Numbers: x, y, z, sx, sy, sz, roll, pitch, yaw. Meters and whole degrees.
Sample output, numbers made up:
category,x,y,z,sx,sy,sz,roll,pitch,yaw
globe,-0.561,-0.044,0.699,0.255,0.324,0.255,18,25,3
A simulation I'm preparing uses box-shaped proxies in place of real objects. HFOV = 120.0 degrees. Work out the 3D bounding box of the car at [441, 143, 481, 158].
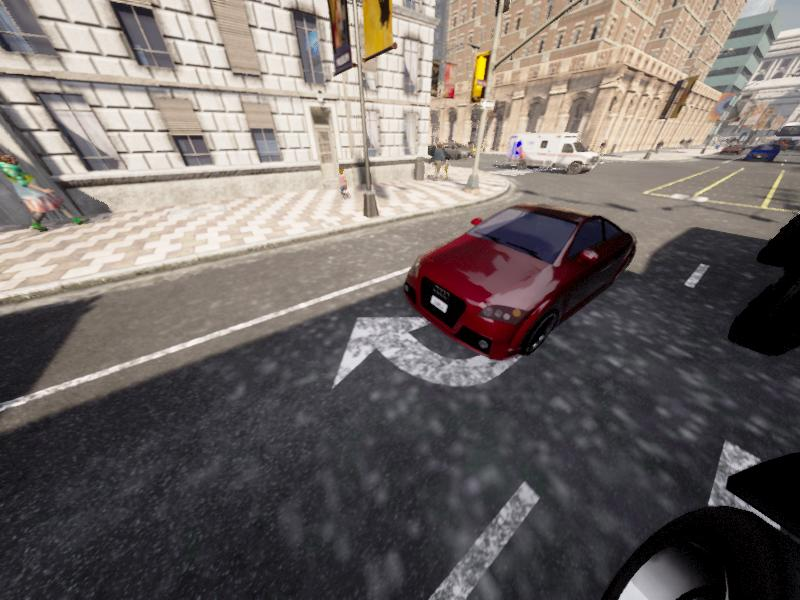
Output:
category,x,y,z,sx,sy,sz,roll,pitch,yaw
car,8.180,-20.454,31.513,1.801,1.575,5.366,-22,41,-28

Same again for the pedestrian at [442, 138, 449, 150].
category,x,y,z,sx,sy,sz,roll,pitch,yaw
pedestrian,9.097,-31.160,46.152,0.751,1.860,0.751,-21,40,-27

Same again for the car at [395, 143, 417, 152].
category,x,y,z,sx,sy,sz,roll,pitch,yaw
car,1.082,-29.705,44.944,1.895,1.301,4.718,-22,41,-28

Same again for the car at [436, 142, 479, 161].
category,x,y,z,sx,sy,sz,roll,pitch,yaw
car,6.840,-18.091,28.087,2.242,1.667,4.611,-22,41,-28

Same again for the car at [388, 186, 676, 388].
category,x,y,z,sx,sy,sz,roll,pitch,yaw
car,2.131,-0.758,3.787,4.181,1.385,1.994,-22,41,-28

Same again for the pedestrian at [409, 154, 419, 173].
category,x,y,z,sx,sy,sz,roll,pitch,yaw
pedestrian,0.998,-9.665,16.365,0.500,1.100,0.500,-16,38,-21

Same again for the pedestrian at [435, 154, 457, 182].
category,x,y,z,sx,sy,sz,roll,pitch,yaw
pedestrian,2.606,-7.568,13.202,0.751,1.300,0.751,-22,41,-28

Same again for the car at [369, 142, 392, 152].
category,x,y,z,sx,sy,sz,roll,pitch,yaw
car,-3.822,-30.241,45.657,2.033,1.411,5.357,-22,40,-27

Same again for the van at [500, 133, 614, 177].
category,x,y,z,sx,sy,sz,roll,pitch,yaw
van,11.430,-11.190,17.605,2.351,2.431,6.366,-22,41,-28

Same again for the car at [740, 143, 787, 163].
category,x,y,z,sx,sy,sz,roll,pitch,yaw
car,38.330,-15.526,24.326,5.008,1.535,1.882,-22,41,-28

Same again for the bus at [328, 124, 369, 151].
category,x,y,z,sx,sy,sz,roll,pitch,yaw
bus,-10.884,-33.852,48.362,3.944,4.253,10.273,-22,40,-28

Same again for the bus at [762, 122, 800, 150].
category,x,y,z,sx,sy,sz,roll,pitch,yaw
bus,76.334,-32.039,45.111,10.273,4.253,3.944,-22,41,-28

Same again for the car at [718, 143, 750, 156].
category,x,y,z,sx,sy,sz,roll,pitch,yaw
car,47.794,-21.590,33.061,4.718,1.301,1.895,-22,41,-28

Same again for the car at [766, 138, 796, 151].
category,x,y,z,sx,sy,sz,roll,pitch,yaw
car,66.809,-27.272,40.492,3.866,1.878,1.905,-22,41,-28

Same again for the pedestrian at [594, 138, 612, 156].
category,x,y,z,sx,sy,sz,roll,pitch,yaw
pedestrian,25.328,-19.050,28.841,0.751,1.860,0.751,-4,35,-6

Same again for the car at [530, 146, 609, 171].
category,x,y,z,sx,sy,sz,roll,pitch,yaw
car,14.561,-12.439,20.127,2.038,1.542,4.974,-28,44,-34

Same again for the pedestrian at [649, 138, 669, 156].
category,x,y,z,sx,sy,sz,roll,pitch,yaw
pedestrian,33.179,-19.634,29.609,0.751,1.860,0.751,-14,38,-19

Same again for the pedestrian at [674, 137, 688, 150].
category,x,y,z,sx,sy,sz,roll,pitch,yaw
pedestrian,50.137,-27.900,41.213,0.751,1.860,0.751,-20,40,-25

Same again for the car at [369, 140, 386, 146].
category,x,y,z,sx,sy,sz,roll,pitch,yaw
car,-7.643,-54.057,79.360,5.366,1.575,1.801,-22,40,-27

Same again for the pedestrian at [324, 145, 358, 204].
category,x,y,z,sx,sy,sz,roll,pitch,yaw
pedestrian,-2.226,-4.783,8.800,0.751,1.860,0.751,-23,41,-29

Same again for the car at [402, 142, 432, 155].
category,x,y,z,sx,sy,sz,roll,pitch,yaw
car,2.689,-24.988,37.937,1.930,1.638,5.238,-22,40,-28

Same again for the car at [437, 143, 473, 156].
category,x,y,z,sx,sy,sz,roll,pitch,yaw
car,8.466,-23.652,36.211,2.033,1.411,5.357,-22,41,-28

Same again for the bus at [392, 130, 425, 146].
category,x,y,z,sx,sy,sz,roll,pitch,yaw
bus,2.907,-54.582,77.666,10.273,4.253,3.944,-22,40,-27

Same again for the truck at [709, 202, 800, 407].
category,x,y,z,sx,sy,sz,roll,pitch,yaw
truck,6.938,-0.538,2.834,6.274,2.098,2.390,-22,40,-28

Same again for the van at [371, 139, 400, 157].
category,x,y,z,sx,sy,sz,roll,pitch,yaw
van,-2.201,-22.096,33.513,2.069,2.038,4.480,-22,41,-28

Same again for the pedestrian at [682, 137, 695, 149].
category,x,y,z,sx,sy,sz,roll,pitch,yaw
pedestrian,54.526,-29.633,43.639,0.751,1.860,0.751,-23,41,-28

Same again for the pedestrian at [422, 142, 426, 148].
category,x,y,z,sx,sy,sz,roll,pitch,yaw
pedestrian,5.343,-34.680,51.837,0.500,1.100,0.500,-18,39,-24

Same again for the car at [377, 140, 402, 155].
category,x,y,z,sx,sy,sz,roll,pitch,yaw
car,-1.807,-25.220,38.099,1.932,1.855,4.605,-22,40,-28

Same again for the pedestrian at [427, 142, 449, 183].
category,x,y,z,sx,sy,sz,roll,pitch,yaw
pedestrian,2.081,-7.597,12.761,0.751,1.860,0.751,-28,44,-33

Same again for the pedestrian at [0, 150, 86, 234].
category,x,y,z,sx,sy,sz,roll,pitch,yaw
pedestrian,-9.620,-2.830,6.084,0.751,1.860,0.751,-27,43,-33

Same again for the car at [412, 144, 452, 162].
category,x,y,z,sx,sy,sz,roll,pitch,yaw
car,3.643,-17.135,26.883,2.007,1.525,4.514,-22,41,-28
